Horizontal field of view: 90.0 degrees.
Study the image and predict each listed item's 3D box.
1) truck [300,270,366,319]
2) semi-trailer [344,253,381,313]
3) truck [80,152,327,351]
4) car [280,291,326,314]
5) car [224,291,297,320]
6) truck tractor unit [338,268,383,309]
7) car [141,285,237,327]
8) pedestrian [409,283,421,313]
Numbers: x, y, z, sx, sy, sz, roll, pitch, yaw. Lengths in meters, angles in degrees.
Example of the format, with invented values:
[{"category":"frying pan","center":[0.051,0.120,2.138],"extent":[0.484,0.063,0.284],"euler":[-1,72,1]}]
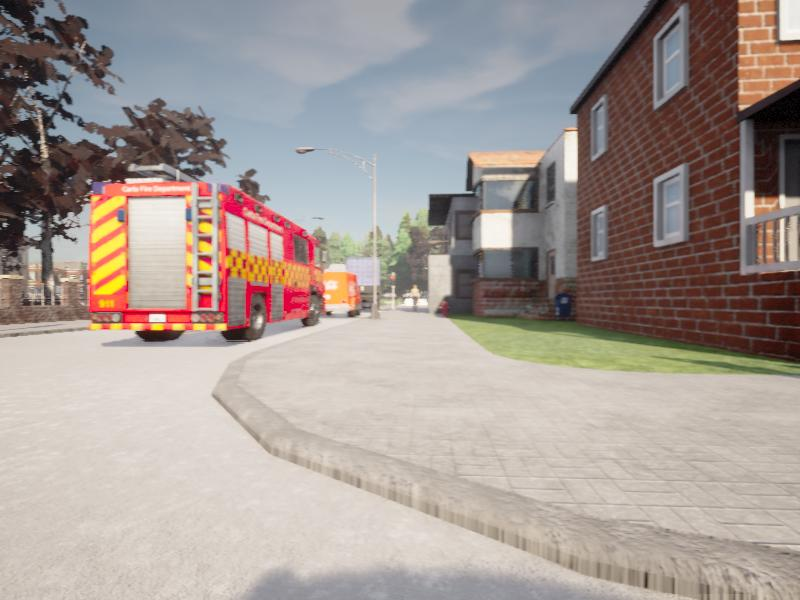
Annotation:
[{"category":"truck","center":[-3.613,-0.272,22.936],"extent":[2.627,2.467,5.204],"euler":[0,0,4]},{"category":"semi-trailer","center":[-3.302,-1.271,36.766],"extent":[2.717,4.402,14.254],"euler":[0,0,-4]},{"category":"truck","center":[-4.612,-0.934,12.009],"extent":[2.891,3.827,8.468],"euler":[0,0,3]},{"category":"car","center":[-7.109,0.165,30.012],"extent":[1.801,1.575,5.366],"euler":[0,0,4]},{"category":"car","center":[-7.685,0.270,22.677],"extent":[2.033,1.411,5.357],"euler":[0,0,3]},{"category":"truck tractor unit","center":[-4.547,-1.181,44.494],"extent":[3.053,4.208,6.516],"euler":[0,0,-24]},{"category":"car","center":[-8.206,0.213,15.986],"extent":[1.845,1.501,3.633],"euler":[0,0,2]},{"category":"pedestrian","center":[0.976,-0.116,25.761],"extent":[0.751,1.860,0.751],"euler":[0,0,3]}]
